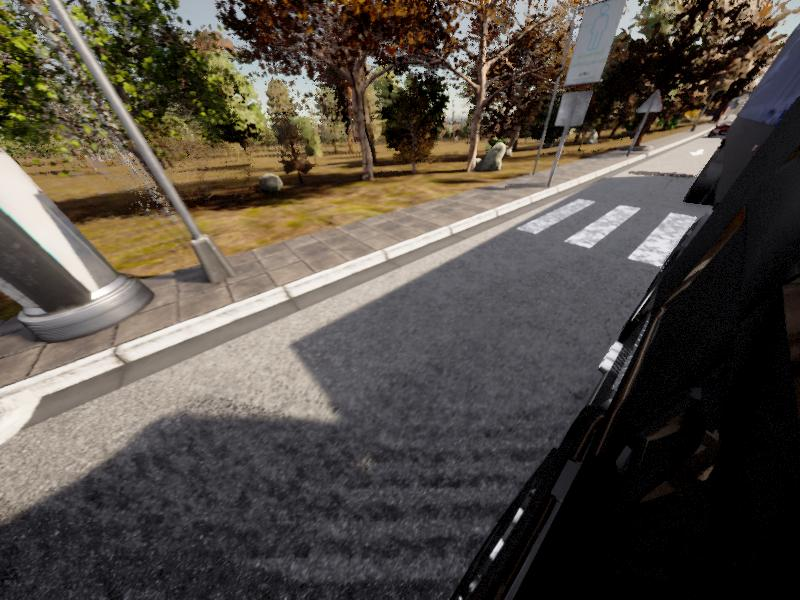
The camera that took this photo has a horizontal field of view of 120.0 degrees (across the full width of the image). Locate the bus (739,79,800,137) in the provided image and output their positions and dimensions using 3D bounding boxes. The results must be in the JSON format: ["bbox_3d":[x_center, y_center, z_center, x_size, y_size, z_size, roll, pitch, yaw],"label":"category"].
[{"bbox_3d":[40.569,-19.962,24.053,10.273,4.253,3.944,-28,44,-29],"label":"bus"}]

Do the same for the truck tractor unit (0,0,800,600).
[{"bbox_3d":[2.645,-0.295,0.351,6.516,4.208,3.053,-28,44,-30],"label":"truck tractor unit"}]

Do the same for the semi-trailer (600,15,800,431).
[{"bbox_3d":[8.563,-3.699,4.349,14.254,4.402,2.717,-30,45,-31],"label":"semi-trailer"}]

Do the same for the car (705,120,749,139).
[{"bbox_3d":[33.508,-17.481,23.678,4.181,1.385,1.994,-28,43,-29],"label":"car"}]
